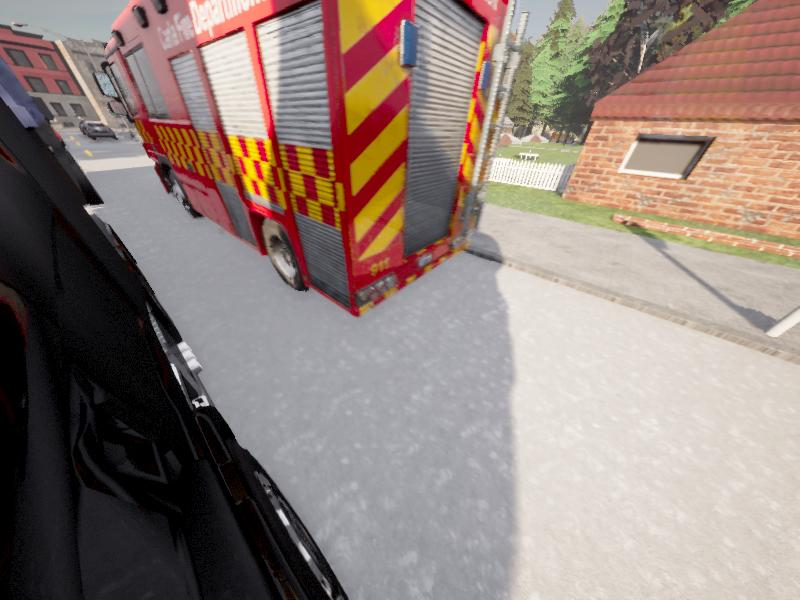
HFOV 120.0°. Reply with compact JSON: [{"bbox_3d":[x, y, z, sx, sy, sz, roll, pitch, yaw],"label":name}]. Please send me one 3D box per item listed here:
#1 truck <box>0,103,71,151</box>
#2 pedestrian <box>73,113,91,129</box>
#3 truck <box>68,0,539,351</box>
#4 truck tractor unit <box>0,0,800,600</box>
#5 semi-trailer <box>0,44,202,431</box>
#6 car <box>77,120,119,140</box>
[{"bbox_3d":[-26.348,-12.217,16.260,5.204,2.467,2.627,28,44,30],"label":"truck"},{"bbox_3d":[-49.638,-27.936,36.070,0.751,1.860,0.751,20,40,22],"label":"pedestrian"},{"bbox_3d":[-2.665,-3.281,4.655,8.468,3.827,2.891,28,44,30],"label":"truck"},{"bbox_3d":[-2.645,-0.295,0.351,6.516,4.208,3.053,28,44,30],"label":"truck tractor unit"},{"bbox_3d":[-8.702,-3.600,4.227,14.254,4.402,2.717,28,44,30],"label":"semi-trailer"},{"bbox_3d":[-31.226,-17.557,23.896,3.806,1.475,1.970,28,44,30],"label":"car"}]
